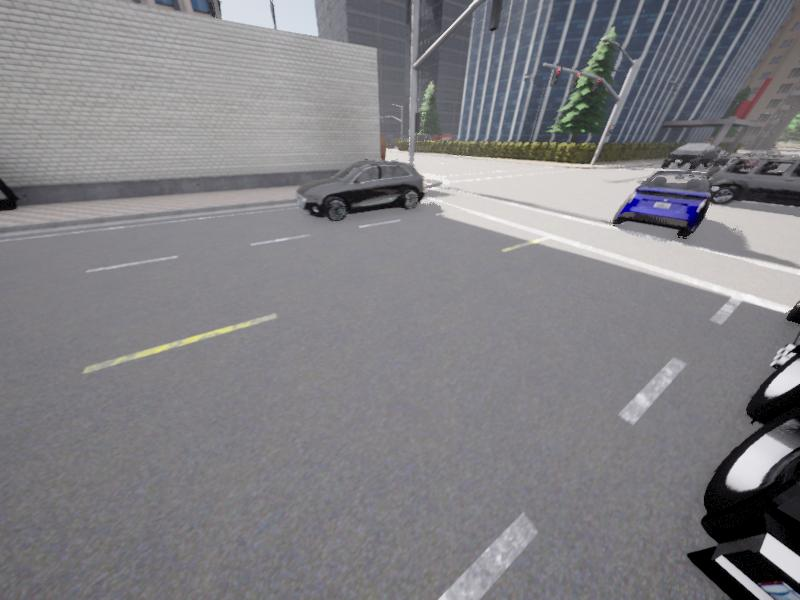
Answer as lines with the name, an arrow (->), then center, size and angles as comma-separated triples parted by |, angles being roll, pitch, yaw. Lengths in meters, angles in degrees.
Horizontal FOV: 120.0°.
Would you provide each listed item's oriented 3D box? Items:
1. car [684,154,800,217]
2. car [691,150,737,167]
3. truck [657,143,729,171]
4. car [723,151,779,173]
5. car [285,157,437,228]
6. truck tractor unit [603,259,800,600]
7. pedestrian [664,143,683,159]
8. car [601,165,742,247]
car -> 15.220, -4.490, 8.973 | 1.932, 1.855, 4.605 | -18, 38, -24
car -> 35.531, -16.083, 26.103 | 4.674, 1.442, 1.812 | -18, 39, -25
truck -> 28.732, -14.126, 22.662 | 6.274, 2.098, 2.390 | -18, 39, -24
car -> 32.040, -12.637, 21.107 | 4.193, 1.474, 1.816 | -18, 39, -25
car -> -1.248, -4.167, 8.519 | 4.856, 1.649, 2.033 | -20, 40, -26
truck tractor unit -> 5.100, -0.311, 0.791 | 6.516, 4.208, 3.053 | -19, 39, -24
pedestrian -> 38.217, -20.885, 32.331 | 0.751, 1.860, 0.751 | -14, 37, -19
car -> 8.672, -3.314, 7.517 | 4.514, 1.525, 2.007 | -28, 44, -34
